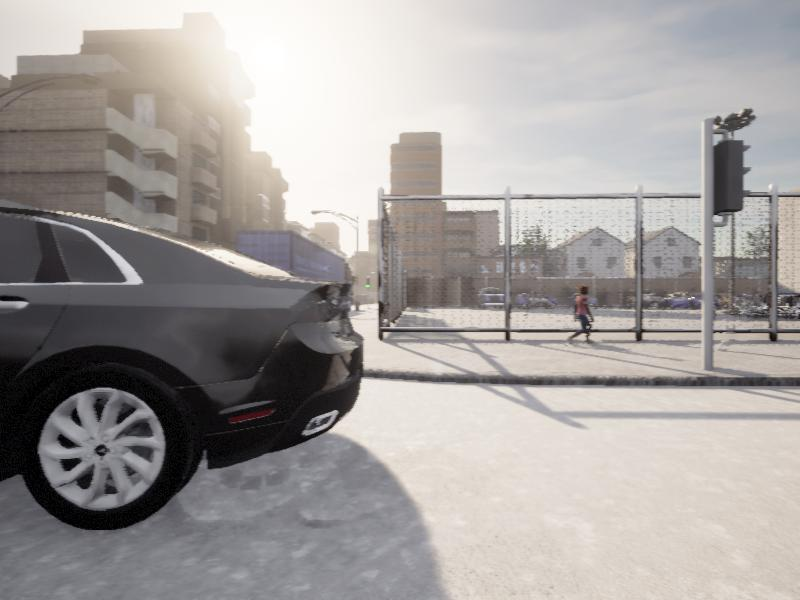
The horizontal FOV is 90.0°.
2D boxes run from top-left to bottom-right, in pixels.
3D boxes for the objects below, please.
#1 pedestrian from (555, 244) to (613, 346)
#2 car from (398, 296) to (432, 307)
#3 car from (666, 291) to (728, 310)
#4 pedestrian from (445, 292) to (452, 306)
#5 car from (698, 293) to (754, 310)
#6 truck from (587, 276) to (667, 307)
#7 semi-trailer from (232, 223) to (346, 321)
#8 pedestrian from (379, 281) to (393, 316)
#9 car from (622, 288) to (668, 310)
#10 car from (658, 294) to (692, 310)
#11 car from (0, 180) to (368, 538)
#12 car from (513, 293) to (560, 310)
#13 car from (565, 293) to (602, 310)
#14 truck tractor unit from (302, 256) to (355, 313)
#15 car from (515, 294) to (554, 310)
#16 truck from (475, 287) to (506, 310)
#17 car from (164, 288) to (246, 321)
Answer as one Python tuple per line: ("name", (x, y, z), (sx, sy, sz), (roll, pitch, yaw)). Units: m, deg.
("pedestrian", (3.511, -0.086, 7.681), (0.751, 1.860, 0.751), (0, 0, -3))
("car", (1.898, 0.249, 51.659), (4.181, 1.385, 1.994), (0, 0, -2))
("car", (26.405, 0.039, 35.864), (2.242, 1.667, 4.611), (0, 0, 2))
("pedestrian", (6.862, -0.141, 56.817), (0.751, 1.860, 0.751), (0, 0, -9))
("car", (29.600, 0.105, 36.491), (1.816, 1.474, 4.193), (0, 0, 2))
("truck", (28.760, -0.990, 51.003), (8.468, 3.827, 2.891), (0, 0, 2))
("semi-trailer", (-5.932, -1.244, 25.048), (2.717, 4.402, 14.254), (0, 0, 2))
("pedestrian", (-0.748, -0.091, 21.637), (0.751, 1.860, 0.751), (0, 0, 2))
("car", (22.125, -0.065, 36.265), (1.905, 1.878, 3.866), (0, 0, 2))
("car", (24.256, 0.145, 35.327), (1.481, 1.379, 2.207), (0, 0, 2))
("car", (-2.690, 0.243, 2.542), (4.892, 1.490, 1.837), (0, 0, -3))
("car", (12.574, 0.099, 36.953), (3.705, 1.547, 1.789), (0, 0, 2))
("car", (17.043, 0.107, 37.370), (1.845, 1.501, 3.633), (0, 0, 2))
("truck tractor unit", (-5.673, -1.151, 32.961), (3.053, 4.208, 6.516), (0, 0, 2))
("car", (12.353, 0.171, 37.121), (2.033, 1.415, 5.357), (0, 0, 2))
("truck", (8.400, -0.139, 37.422), (2.069, 2.038, 4.478), (0, 0, 2))
("car", (-10.092, 0.209, 21.155), (2.007, 1.525, 4.514), (0, 0, 2))
